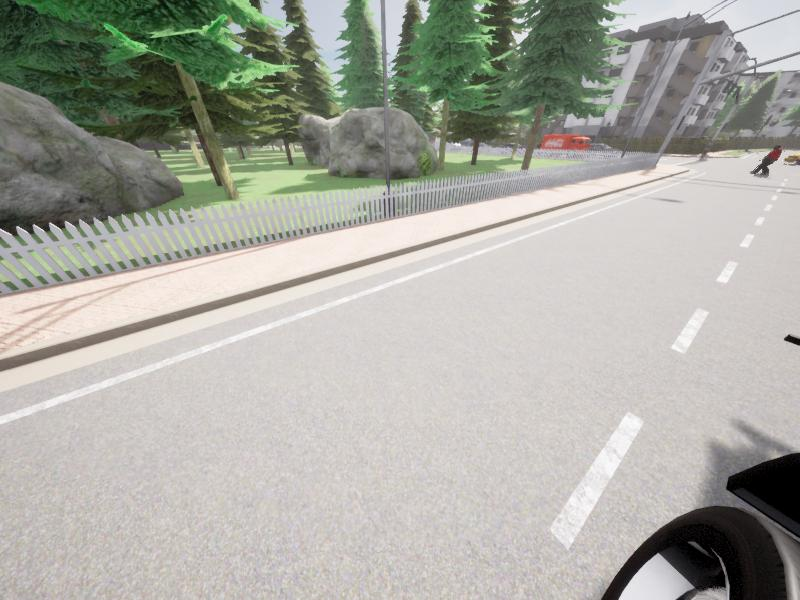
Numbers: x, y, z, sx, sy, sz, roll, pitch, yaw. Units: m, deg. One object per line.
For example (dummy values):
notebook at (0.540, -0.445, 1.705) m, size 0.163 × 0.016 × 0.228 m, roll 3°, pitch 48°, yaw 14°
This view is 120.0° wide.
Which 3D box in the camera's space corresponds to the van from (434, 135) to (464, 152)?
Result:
van at (9.170, -29.828, 44.012) m, size 1.988 × 2.561 × 5.915 m, roll -21°, pitch 40°, yaw -26°

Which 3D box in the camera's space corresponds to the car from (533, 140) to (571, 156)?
car at (21.879, -22.029, 33.405) m, size 1.905 × 1.878 × 3.866 m, roll -21°, pitch 40°, yaw -26°

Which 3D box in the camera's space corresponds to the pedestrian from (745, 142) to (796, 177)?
pedestrian at (24.310, -9.244, 15.210) m, size 0.751 × 1.860 × 0.751 m, roll 19°, pitch 39°, yaw 25°

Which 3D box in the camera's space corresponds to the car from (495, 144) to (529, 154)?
car at (18.359, -24.903, 38.029) m, size 1.895 × 1.301 × 4.718 m, roll -21°, pitch 40°, yaw -26°

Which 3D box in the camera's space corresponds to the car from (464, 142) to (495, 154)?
car at (13.340, -25.718, 39.051) m, size 1.837 × 1.490 × 4.892 m, roll -21°, pitch 40°, yaw -26°

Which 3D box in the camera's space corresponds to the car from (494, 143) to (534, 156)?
car at (16.909, -22.561, 34.542) m, size 1.837 × 1.490 × 4.892 m, roll -21°, pitch 40°, yaw -26°

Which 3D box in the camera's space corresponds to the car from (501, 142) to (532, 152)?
car at (21.154, -27.925, 42.101) m, size 4.514 × 1.525 × 2.007 m, roll 30°, pitch 45°, yaw 35°

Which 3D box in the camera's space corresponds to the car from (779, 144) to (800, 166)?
car at (37.180, -12.080, 19.431) m, size 1.801 × 1.575 × 5.366 m, roll -21°, pitch 40°, yaw -26°

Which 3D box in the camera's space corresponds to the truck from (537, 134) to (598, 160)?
truck at (20.911, -19.421, 29.204) m, size 2.627 × 2.467 × 5.204 m, roll -21°, pitch 40°, yaw -26°

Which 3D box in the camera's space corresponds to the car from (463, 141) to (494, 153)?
car at (14.433, -28.507, 42.894) m, size 2.152 × 1.651 × 5.027 m, roll -21°, pitch 40°, yaw -26°

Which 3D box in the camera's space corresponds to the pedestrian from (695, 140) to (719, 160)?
pedestrian at (34.131, -16.688, 25.714) m, size 0.751 × 1.860 × 0.751 m, roll 26°, pitch 43°, yaw 33°

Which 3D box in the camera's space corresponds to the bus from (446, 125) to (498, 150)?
bus at (15.506, -35.909, 51.109) m, size 3.944 × 4.253 × 10.273 m, roll -21°, pitch 40°, yaw -26°

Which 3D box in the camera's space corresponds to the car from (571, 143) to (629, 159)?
car at (25.187, -18.952, 29.340) m, size 2.128 × 1.511 × 4.902 m, roll -21°, pitch 40°, yaw -26°
